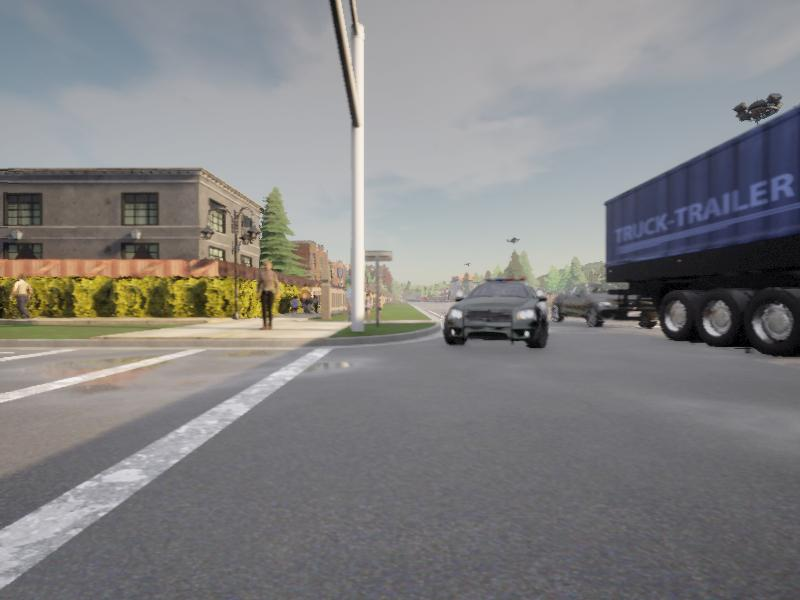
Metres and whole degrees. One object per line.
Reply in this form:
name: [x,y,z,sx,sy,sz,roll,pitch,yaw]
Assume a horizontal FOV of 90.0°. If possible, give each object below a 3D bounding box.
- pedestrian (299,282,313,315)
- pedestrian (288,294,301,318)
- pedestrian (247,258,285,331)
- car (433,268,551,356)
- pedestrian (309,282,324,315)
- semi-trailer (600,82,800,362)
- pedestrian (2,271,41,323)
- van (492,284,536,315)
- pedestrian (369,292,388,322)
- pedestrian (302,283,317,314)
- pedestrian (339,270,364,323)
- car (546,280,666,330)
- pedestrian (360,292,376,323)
pedestrian: [-5.443,-0.106,23.065,0.751,1.860,0.751,0,0,-15]
pedestrian: [-4.899,0.273,18.609,0.500,1.100,0.500,0,0,-4]
pedestrian: [-3.522,-0.140,10.578,0.751,1.860,0.751,0,0,0]
car: [2.510,0.225,9.680,2.038,1.542,4.974,0,0,22]
pedestrian: [-4.770,-0.107,22.829,0.751,1.860,0.751,0,0,-4]
semi-trailer: [7.654,-1.229,5.507,2.717,4.402,14.254,0,0,0]
pedestrian: [-13.924,-0.094,14.736,0.751,1.860,0.751,0,0,4]
van: [7.718,-0.010,27.585,1.775,1.987,4.442,0,0,0]
pedestrian: [-0.814,0.267,15.158,0.500,1.100,0.500,0,0,-39]
pedestrian: [-5.483,-0.105,24.309,0.751,1.860,0.751,0,0,-3]
pedestrian: [-1.771,-0.111,14.579,0.751,1.860,0.751,0,0,-22]
car: [7.686,0.171,15.663,2.152,1.651,5.027,0,0,0]
pedestrian: [-1.183,0.268,14.766,0.500,1.100,0.500,0,0,-16]
